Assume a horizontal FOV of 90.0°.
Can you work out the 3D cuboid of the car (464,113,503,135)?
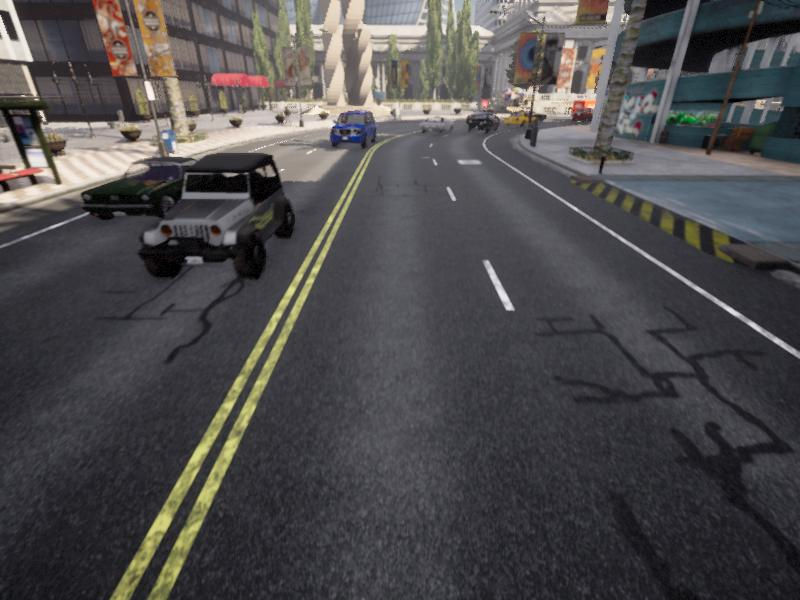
[{"bbox_3d":[7.570,-15.891,35.932,2.128,1.511,4.902,13,30,22],"label":"car"}]

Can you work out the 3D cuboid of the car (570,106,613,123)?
[{"bbox_3d":[23.649,-22.961,49.549,4.553,1.767,2.097,-13,30,-24],"label":"car"}]

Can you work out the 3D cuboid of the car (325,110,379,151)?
[{"bbox_3d":[-2.936,-11.149,26.009,2.150,2.045,5.566,3,27,6],"label":"car"}]

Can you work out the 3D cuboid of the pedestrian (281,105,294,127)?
[{"bbox_3d":[-10.662,-17.431,37.949,0.751,1.860,0.751,13,30,24],"label":"pedestrian"}]

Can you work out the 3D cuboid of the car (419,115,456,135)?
[{"bbox_3d":[3.391,-15.537,35.433,1.895,1.301,4.718,11,29,19],"label":"car"}]

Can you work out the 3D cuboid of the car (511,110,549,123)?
[{"bbox_3d":[16.034,-22.639,49.382,4.718,1.301,1.895,-18,33,-32],"label":"car"}]

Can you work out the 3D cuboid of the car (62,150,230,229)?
[{"bbox_3d":[-6.970,-3.427,11.774,1.895,1.301,4.718,0,27,0],"label":"car"}]

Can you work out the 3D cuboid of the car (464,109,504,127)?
[{"bbox_3d":[9.203,-19.862,43.647,2.038,1.542,4.974,20,33,33],"label":"car"}]

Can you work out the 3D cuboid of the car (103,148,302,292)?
[{"bbox_3d":[-3.480,-1.863,8.124,1.905,1.878,3.866,0,27,0],"label":"car"}]

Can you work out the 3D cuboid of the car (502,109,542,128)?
[{"bbox_3d":[13.145,-19.527,42.987,1.801,1.575,5.366,22,34,36],"label":"car"}]

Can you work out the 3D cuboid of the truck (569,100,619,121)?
[{"bbox_3d":[25.957,-25.454,53.674,5.204,2.467,2.627,-8,28,-16],"label":"truck"}]

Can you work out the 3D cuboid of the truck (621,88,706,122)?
[{"bbox_3d":[33.952,-25.209,51.816,8.468,3.827,2.891,-2,27,-5],"label":"truck"}]
